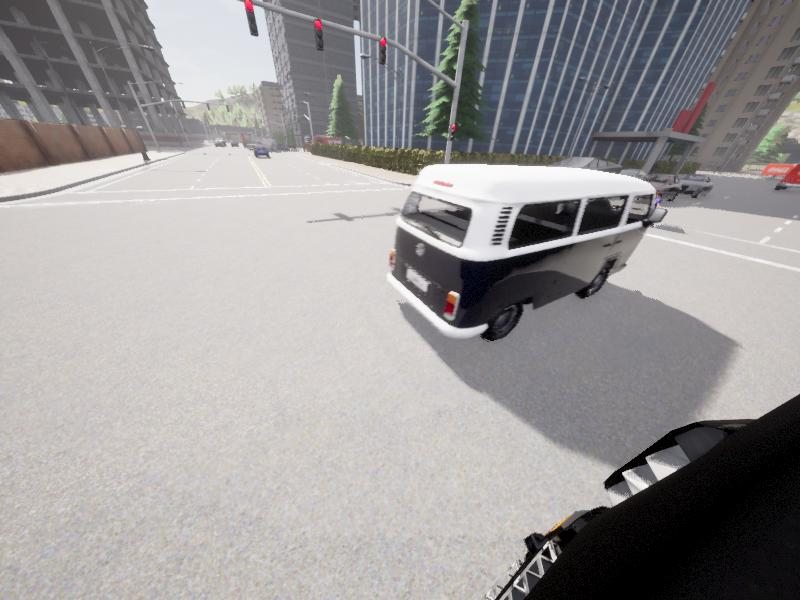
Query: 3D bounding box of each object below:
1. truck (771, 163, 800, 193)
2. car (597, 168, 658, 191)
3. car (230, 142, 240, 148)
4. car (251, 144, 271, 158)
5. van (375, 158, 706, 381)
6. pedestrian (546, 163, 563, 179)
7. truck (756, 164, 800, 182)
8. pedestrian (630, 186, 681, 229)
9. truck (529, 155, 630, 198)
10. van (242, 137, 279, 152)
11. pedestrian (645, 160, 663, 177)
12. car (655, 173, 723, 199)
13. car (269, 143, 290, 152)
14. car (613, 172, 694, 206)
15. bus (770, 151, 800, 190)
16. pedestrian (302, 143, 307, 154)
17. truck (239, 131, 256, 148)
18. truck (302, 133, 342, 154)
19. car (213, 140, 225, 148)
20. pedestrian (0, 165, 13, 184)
[{"bbox_3d":[41.417,-12.403,23.492,5.204,2.467,2.627,-16,38,-26],"label":"truck"},{"bbox_3d":[18.806,-10.020,19.104,4.674,1.442,1.812,-16,38,-26],"label":"car"},{"bbox_3d":[-46.790,-44.044,65.435,1.895,1.301,4.718,-16,38,-26],"label":"car"},{"bbox_3d":[-20.373,-21.824,33.864,2.007,1.525,4.514,-15,38,-25],"label":"car"},{"bbox_3d":[2.083,-0.999,3.767,4.480,2.038,2.069,-16,38,-26],"label":"van"},{"bbox_3d":[15.027,-12.614,22.524,0.751,1.300,0.751,-16,38,-27],"label":"pedestrian"},{"bbox_3d":[69.549,-22.914,41.559,2.627,2.467,5.204,-16,38,-26],"label":"truck"},{"bbox_3d":[9.439,-3.432,8.578,0.751,1.300,0.751,30,42,34],"label":"pedestrian"},{"bbox_3d":[12.018,-8.357,15.491,6.274,2.098,2.390,-16,38,-26],"label":"truck"},{"bbox_3d":[-29.142,-32.644,48.642,2.351,2.431,6.366,13,35,15],"label":"van"},{"bbox_3d":[34.440,-17.856,31.390,0.751,1.860,0.751,-17,38,-27],"label":"pedestrian"},{"bbox_3d":[21.357,-8.483,17.058,4.181,1.385,1.994,-17,38,-27],"label":"car"},{"bbox_3d":[-29.187,-36.878,55.815,3.988,1.617,1.851,-17,38,-27],"label":"car"},{"bbox_3d":[15.308,-6.799,13.964,4.193,1.474,1.816,-16,38,-26],"label":"car"},{"bbox_3d":[49.692,-15.564,27.276,10.273,4.253,3.944,-16,38,-26],"label":"bus"},{"bbox_3d":[-21.027,-33.357,50.806,0.751,1.860,0.751,-11,36,-19],"label":"pedestrian"},{"bbox_3d":[-45.201,-47.441,68.382,2.891,3.827,8.468,-16,38,-26],"label":"truck"},{"bbox_3d":[-19.038,-38.563,57.047,8.468,3.827,2.891,-16,38,-27],"label":"truck"},{"bbox_3d":[-47.899,-41.323,61.166,2.033,1.411,5.357,-16,38,-26],"label":"car"},{"bbox_3d":[-17.421,-5.821,9.412,0.751,1.860,0.751,-19,39,-29],"label":"pedestrian"}]
